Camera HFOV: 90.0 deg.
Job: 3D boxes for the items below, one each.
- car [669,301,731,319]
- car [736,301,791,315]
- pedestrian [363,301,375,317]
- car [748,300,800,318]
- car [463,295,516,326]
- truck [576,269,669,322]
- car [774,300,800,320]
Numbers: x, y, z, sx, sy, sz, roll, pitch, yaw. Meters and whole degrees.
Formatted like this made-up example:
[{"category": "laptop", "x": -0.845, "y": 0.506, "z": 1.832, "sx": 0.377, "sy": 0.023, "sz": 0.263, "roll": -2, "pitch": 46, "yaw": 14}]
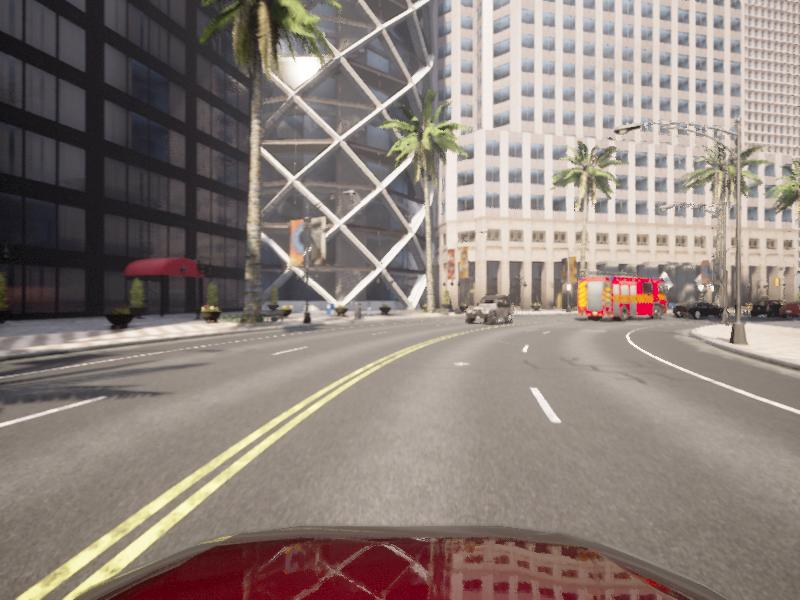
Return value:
[{"category": "car", "x": 26.950, "y": 0.887, "z": 35.944, "sx": 4.892, "sy": 1.490, "sz": 1.837, "roll": 0, "pitch": 0, "yaw": -15}, {"category": "car", "x": 41.866, "y": 0.863, "z": 46.053, "sx": 5.366, "sy": 1.575, "sz": 1.801, "roll": 0, "pitch": 0, "yaw": -10}, {"category": "pedestrian", "x": -2.721, "y": 0.775, "z": 34.827, "sx": 0.751, "sy": 1.300, "sz": 0.751, "roll": 0, "pitch": 0, "yaw": 40}, {"category": "car", "x": 35.477, "y": 0.841, "z": 37.802, "sx": 3.988, "sy": 1.617, "sz": 1.851, "roll": 0, "pitch": 0, "yaw": -10}, {"category": "car", "x": 6.046, "y": 0.662, "z": 26.747, "sx": 1.905, "sy": 1.878, "sz": 3.866, "roll": 0, "pitch": 0, "yaw": 40}, {"category": "truck", "x": 18.221, "y": -0.292, "z": 32.569, "sx": 8.468, "sy": 3.827, "sz": 2.891, "roll": 0, "pitch": 0, "yaw": -32}, {"category": "car", "x": 35.047, "y": 0.831, "z": 33.967, "sx": 5.027, "sy": 1.651, "sz": 2.152, "roll": 0, "pitch": 0, "yaw": -10}]
